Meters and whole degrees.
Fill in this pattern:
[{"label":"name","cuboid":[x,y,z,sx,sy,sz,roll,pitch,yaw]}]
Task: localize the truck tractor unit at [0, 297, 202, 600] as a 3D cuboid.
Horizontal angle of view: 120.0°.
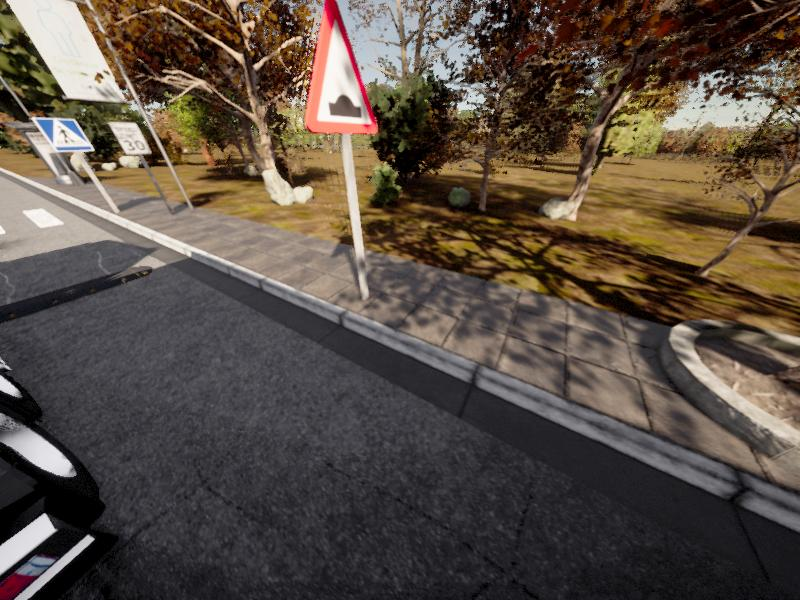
[{"label":"truck tractor unit","cuboid":[-5.159,-0.252,0.691,6.516,4.208,3.053,16,38,21]}]
